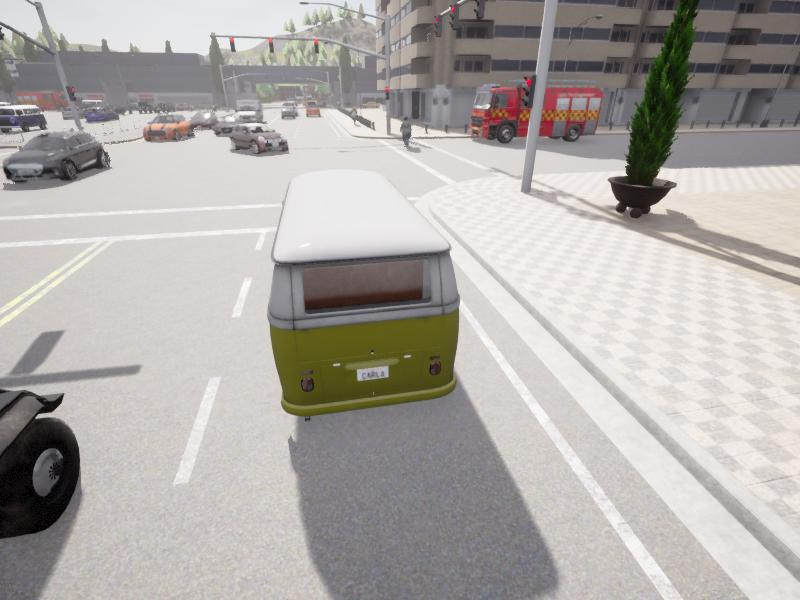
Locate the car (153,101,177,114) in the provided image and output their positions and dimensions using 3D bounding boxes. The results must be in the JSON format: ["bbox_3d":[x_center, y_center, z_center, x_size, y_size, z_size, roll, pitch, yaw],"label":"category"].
[{"bbox_3d":[-39.948,-32.803,68.070,1.932,1.855,4.605,-5,28,-10],"label":"car"}]

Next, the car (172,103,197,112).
[{"bbox_3d":[-43.404,-38.808,80.626,3.806,1.475,1.970,-5,28,-10],"label":"car"}]

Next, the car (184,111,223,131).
[{"bbox_3d":[-18.918,-17.336,38.732,2.163,1.488,4.792,-5,28,-10],"label":"car"}]

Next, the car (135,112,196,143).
[{"bbox_3d":[-17.124,-12.763,29.486,2.097,1.767,4.553,-3,27,-6],"label":"car"}]

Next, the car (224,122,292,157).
[{"bbox_3d":[-8.228,-9.348,23.123,3.806,1.475,1.970,23,35,38],"label":"car"}]

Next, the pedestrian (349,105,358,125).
[{"bbox_3d":[-4.739,-18.994,41.135,0.751,1.860,0.751,-5,28,-10],"label":"pedestrian"}]

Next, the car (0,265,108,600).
[{"bbox_3d":[-3.361,1.528,1.573,1.905,1.878,3.866,-5,28,-10],"label":"car"}]

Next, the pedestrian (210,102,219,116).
[{"bbox_3d":[-27.764,-28.641,59.932,0.751,1.860,0.751,-6,28,-11],"label":"pedestrian"}]

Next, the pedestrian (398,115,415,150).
[{"bbox_3d":[0.394,-10.094,24.059,0.751,1.860,0.751,-10,29,-19],"label":"pedestrian"}]

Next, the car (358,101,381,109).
[{"bbox_3d":[-7.294,-47.147,96.623,5.366,1.575,1.801,-5,28,-10],"label":"car"}]

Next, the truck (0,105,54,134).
[{"bbox_3d":[-32.342,-15.449,34.102,2.069,2.038,4.478,-5,28,-10],"label":"truck"}]

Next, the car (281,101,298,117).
[{"bbox_3d":[-17.257,-30.014,62.775,2.150,2.045,5.566,-5,28,-10],"label":"car"}]

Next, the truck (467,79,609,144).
[{"bbox_3d":[9.340,-13.073,27.713,8.468,3.827,2.891,-5,28,-10],"label":"truck"}]

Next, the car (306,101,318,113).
[{"bbox_3d":[-16.084,-35.352,73.339,1.905,1.878,3.866,-5,28,-10],"label":"car"}]

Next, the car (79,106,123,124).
[{"bbox_3d":[-35.284,-21.959,47.346,2.242,1.667,4.611,-5,28,-10],"label":"car"}]

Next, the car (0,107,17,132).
[{"bbox_3d":[-35.168,-15.075,33.585,1.932,1.855,4.605,-5,28,-10],"label":"car"}]

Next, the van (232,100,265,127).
[{"bbox_3d":[-16.742,-20.912,44.647,2.351,2.431,6.366,-5,28,-10],"label":"van"}]

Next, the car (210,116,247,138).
[{"bbox_3d":[-14.026,-14.335,33.011,1.994,1.385,4.181,-6,28,-11],"label":"car"}]

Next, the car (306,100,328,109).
[{"bbox_3d":[-19.903,-46.906,95.810,4.605,1.855,1.932,12,30,22],"label":"car"}]

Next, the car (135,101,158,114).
[{"bbox_3d":[-42.797,-32.565,67.619,1.905,1.878,3.866,-5,28,-10],"label":"car"}]

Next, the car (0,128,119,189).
[{"bbox_3d":[-13.825,-5.902,16.261,2.033,1.649,4.856,-5,28,-10],"label":"car"}]

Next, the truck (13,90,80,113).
[{"bbox_3d":[-67.360,-37.981,76.387,8.468,3.827,2.891,-5,28,-9],"label":"truck"}]

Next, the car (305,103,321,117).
[{"bbox_3d":[-13.294,-28.997,61.067,2.097,1.767,4.553,-5,28,-10],"label":"car"}]

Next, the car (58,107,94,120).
[{"bbox_3d":[-42.054,-24.278,52.023,1.970,1.475,3.806,-5,28,-10],"label":"car"}]

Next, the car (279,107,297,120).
[{"bbox_3d":[-15.733,-26.330,56.314,2.033,1.411,5.357,-6,28,-11],"label":"car"}]

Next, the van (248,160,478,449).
[{"bbox_3d":[-0.682,-0.530,5.468,1.775,1.987,4.442,-5,28,-10],"label":"van"}]

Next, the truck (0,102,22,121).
[{"bbox_3d":[-50.562,-23.785,50.341,2.069,2.038,4.478,-5,28,-10],"label":"truck"}]

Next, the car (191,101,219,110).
[{"bbox_3d":[-42.337,-42.267,87.072,4.856,1.649,2.033,-5,28,-9],"label":"car"}]
